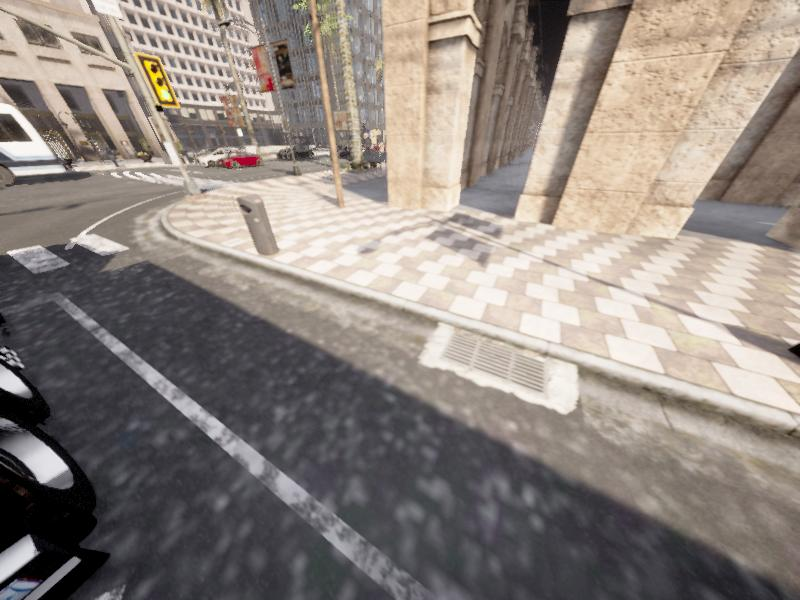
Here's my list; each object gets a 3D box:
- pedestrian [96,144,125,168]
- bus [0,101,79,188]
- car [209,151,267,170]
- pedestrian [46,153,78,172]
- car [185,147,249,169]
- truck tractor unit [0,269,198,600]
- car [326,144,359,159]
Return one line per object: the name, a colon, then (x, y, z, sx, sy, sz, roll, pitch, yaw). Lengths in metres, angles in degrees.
pedestrian: (-27.147, -13.501, 21.718, 0.751, 1.860, 0.751, -14, 37, -18)
bus: (-26.810, -8.069, 12.128, 3.944, 4.253, 10.273, 17, 38, 23)
car: (-16.178, -14.196, 23.355, 1.994, 1.385, 4.181, 17, 38, 23)
pedestrian: (-28.654, -11.682, 19.609, 0.751, 1.300, 0.751, 1, 35, 2)
car: (-19.280, -15.234, 24.609, 2.242, 1.667, 4.611, 17, 38, 23)
truck tractor unit: (-5.120, -0.291, 0.771, 6.516, 4.208, 3.053, 18, 39, 24)
car: (-8.529, -22.532, 34.995, 2.242, 1.667, 4.611, 17, 38, 23)
